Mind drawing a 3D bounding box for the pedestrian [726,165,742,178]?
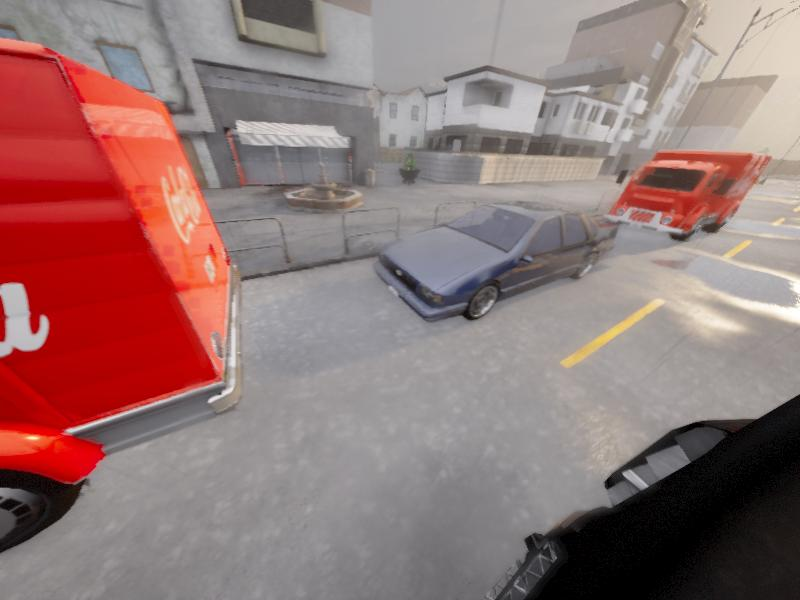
[{"bbox_3d":[57.134,-22.030,39.534,0.751,1.860,0.751,-24,42,-34],"label":"pedestrian"}]

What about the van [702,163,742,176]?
[{"bbox_3d":[69.172,-28.149,49.738,1.775,1.987,4.442,-16,38,-26],"label":"van"}]

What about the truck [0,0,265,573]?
[{"bbox_3d":[-4.003,0.223,1.066,5.204,2.467,2.627,-16,38,-26],"label":"truck"}]

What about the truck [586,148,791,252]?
[{"bbox_3d":[9.842,-3.737,8.066,5.204,2.467,2.627,-16,38,-25],"label":"truck"}]

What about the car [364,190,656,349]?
[{"bbox_3d":[2.226,-1.114,4.529,5.357,1.411,2.033,-16,38,-26],"label":"car"}]
